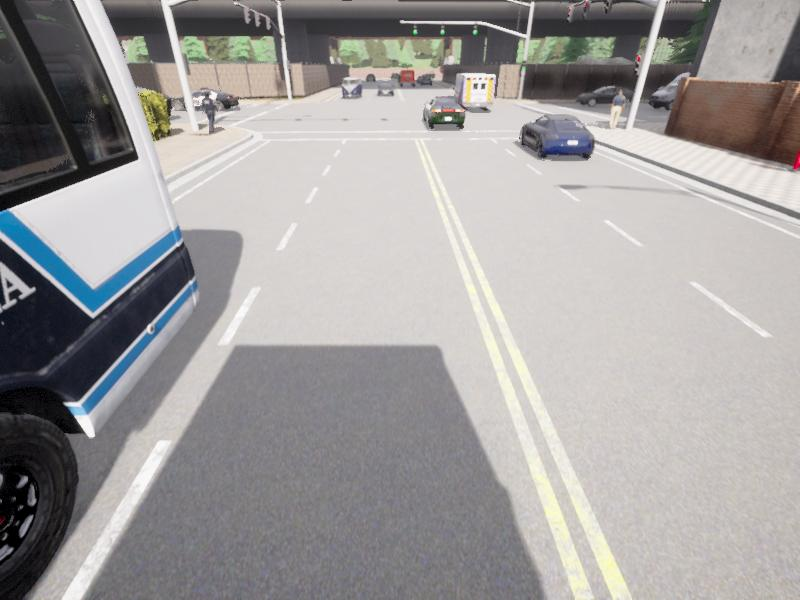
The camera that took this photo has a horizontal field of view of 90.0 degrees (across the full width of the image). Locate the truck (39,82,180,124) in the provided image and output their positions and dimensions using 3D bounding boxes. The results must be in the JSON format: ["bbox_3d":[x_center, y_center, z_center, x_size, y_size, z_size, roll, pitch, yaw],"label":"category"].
[{"bbox_3d":[-17.319,-11.962,24.233,6.274,2.098,2.390,-1,30,-1],"label":"truck"}]

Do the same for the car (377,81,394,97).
[{"bbox_3d":[-1.664,-24.647,46.684,1.812,1.442,4.674,-1,30,-1],"label":"car"}]

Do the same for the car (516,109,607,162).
[{"bbox_3d":[6.261,-6.722,16.135,1.994,1.385,4.181,0,30,1],"label":"car"}]

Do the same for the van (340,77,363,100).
[{"bbox_3d":[-5.153,-22.713,42.838,1.775,1.987,4.442,1,30,1],"label":"van"}]

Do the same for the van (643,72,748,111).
[{"bbox_3d":[22.672,-16.113,30.930,5.915,2.561,1.988,-1,30,-1],"label":"van"}]

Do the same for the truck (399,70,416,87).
[{"bbox_3d":[1.255,-37.780,68.109,2.627,2.467,5.204,-1,30,-1],"label":"truck"}]

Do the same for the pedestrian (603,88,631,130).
[{"bbox_3d":[10.995,-9.669,20.292,0.751,1.860,0.751,9,32,16],"label":"pedestrian"}]

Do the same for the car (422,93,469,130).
[{"bbox_3d":[2.506,-11.085,23.366,2.038,1.542,4.974,-1,30,-1],"label":"car"}]

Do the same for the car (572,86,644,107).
[{"bbox_3d":[17.632,-17.387,34.136,4.892,1.490,1.837,0,30,0],"label":"car"}]

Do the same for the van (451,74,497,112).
[{"bbox_3d":[5.756,-16.738,32.135,2.351,2.431,6.366,-1,30,-1],"label":"van"}]

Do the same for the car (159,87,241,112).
[{"bbox_3d":[-15.098,-15.249,30.414,4.974,1.542,2.038,0,30,0],"label":"car"}]

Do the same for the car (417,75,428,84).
[{"bbox_3d":[4.425,-44.278,80.288,1.970,1.475,3.806,-1,30,-1],"label":"car"}]

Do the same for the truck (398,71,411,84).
[{"bbox_3d":[0.922,-44.626,80.174,2.390,2.098,6.274,-1,30,-1],"label":"truck"}]

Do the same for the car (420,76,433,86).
[{"bbox_3d":[4.659,-39.353,71.873,1.994,1.385,4.181,-1,30,-1],"label":"car"}]

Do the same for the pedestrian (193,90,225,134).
[{"bbox_3d":[-9.094,-8.960,19.106,0.751,1.860,0.751,0,30,-1],"label":"pedestrian"}]

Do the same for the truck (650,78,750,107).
[{"bbox_3d":[25.401,-17.718,34.112,6.274,2.098,2.390,-1,30,-1],"label":"truck"}]

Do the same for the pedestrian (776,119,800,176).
[{"bbox_3d":[12.352,-4.752,11.937,0.751,1.860,0.751,0,30,-1],"label":"pedestrian"}]
